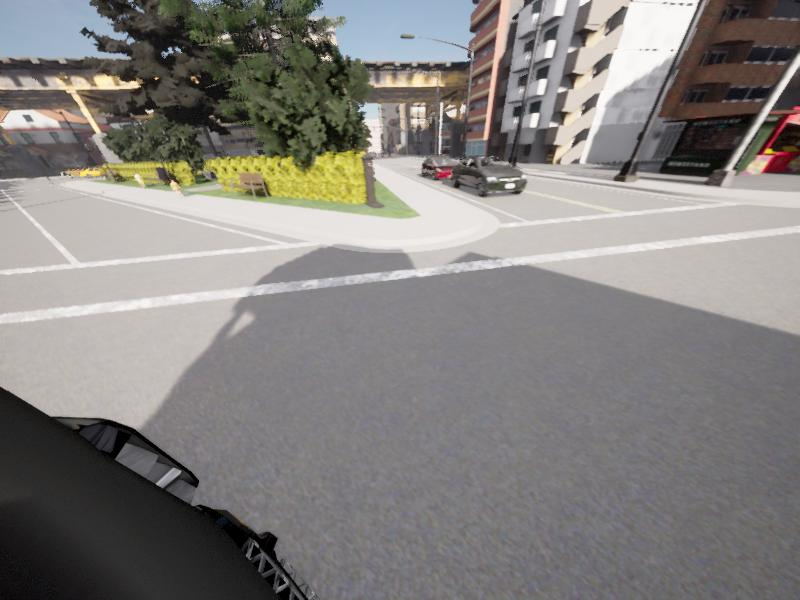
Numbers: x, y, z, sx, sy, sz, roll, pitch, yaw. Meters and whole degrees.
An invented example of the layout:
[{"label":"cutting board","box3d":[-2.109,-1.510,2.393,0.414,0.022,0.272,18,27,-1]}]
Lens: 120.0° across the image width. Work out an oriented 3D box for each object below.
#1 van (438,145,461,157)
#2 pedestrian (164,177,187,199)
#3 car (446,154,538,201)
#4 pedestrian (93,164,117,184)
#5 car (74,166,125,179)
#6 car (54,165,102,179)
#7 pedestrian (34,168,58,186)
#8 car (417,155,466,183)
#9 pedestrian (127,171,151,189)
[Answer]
[{"label":"van","box3d":[11.441,-34.440,53.418,4.480,2.038,2.069,-9,34,-9]},{"label":"pedestrian","box3d":[-13.263,-6.602,13.667,0.500,1.100,0.500,21,40,31]},{"label":"car","box3d":[4.483,-6.758,12.404,2.152,1.651,5.027,-8,34,-8]},{"label":"pedestrian","box3d":[-32.194,-13.750,25.234,0.751,1.860,0.751,18,39,28]},{"label":"car","box3d":[-52.321,-22.337,40.357,5.366,1.575,1.801,-9,34,-9]},{"label":"car","box3d":[-58.659,-23.474,42.255,4.605,1.855,1.932,-9,34,-9]},{"label":"pedestrian","box3d":[-44.413,-15.467,29.024,0.751,1.860,0.751,-29,42,-34]},{"label":"car","box3d":[3.045,-10.387,18.136,2.163,1.488,4.792,-9,34,-9]},{"label":"pedestrian","box3d":[-22.292,-10.284,19.747,0.751,1.300,0.751,21,40,32]}]
